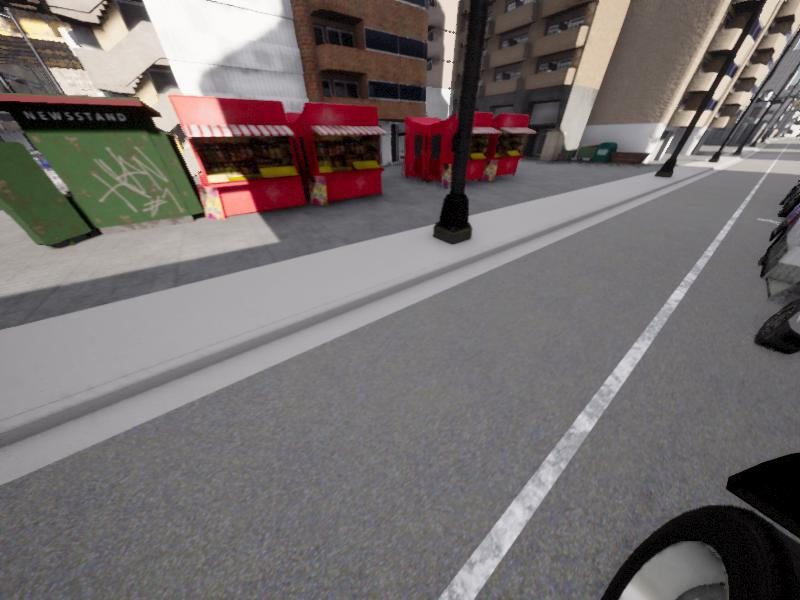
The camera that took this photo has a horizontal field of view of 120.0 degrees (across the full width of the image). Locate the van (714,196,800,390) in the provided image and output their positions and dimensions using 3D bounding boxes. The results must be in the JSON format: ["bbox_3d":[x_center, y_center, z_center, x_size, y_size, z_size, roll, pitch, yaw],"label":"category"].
[{"bbox_3d":[7.276,-0.826,2.974,6.366,2.431,2.351,-22,41,-28],"label":"van"}]

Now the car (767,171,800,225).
[{"bbox_3d":[14.872,-3.591,7.738,4.902,1.511,2.128,-22,41,-29],"label":"car"}]
